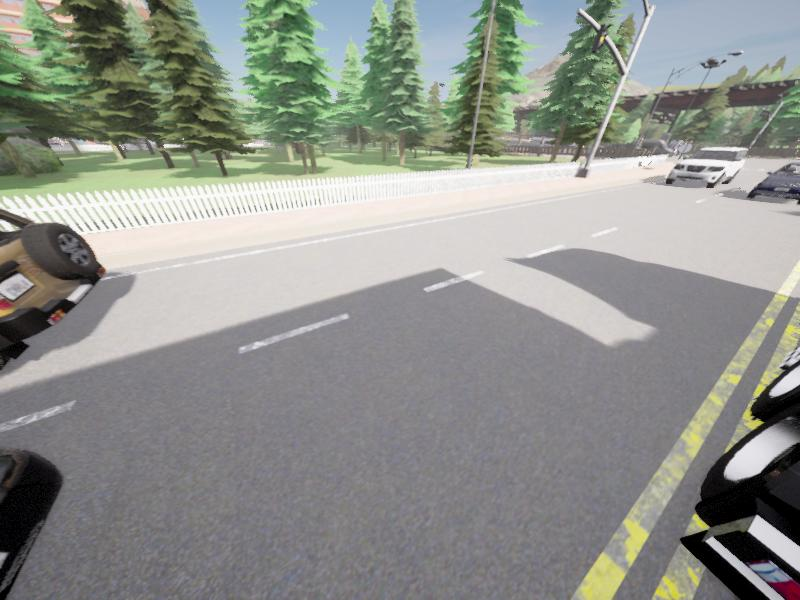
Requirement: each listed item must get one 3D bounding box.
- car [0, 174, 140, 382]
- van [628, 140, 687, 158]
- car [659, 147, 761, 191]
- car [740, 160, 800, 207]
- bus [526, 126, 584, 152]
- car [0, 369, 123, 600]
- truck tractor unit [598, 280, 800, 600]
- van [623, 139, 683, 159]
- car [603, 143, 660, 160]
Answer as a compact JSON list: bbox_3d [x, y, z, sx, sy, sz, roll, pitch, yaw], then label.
[{"bbox_3d":[-6.337,0.128,2.121,4.605,1.855,1.932,-18,39,-25],"label":"car"},{"bbox_3d":[47.074,-27.850,42.499,2.351,2.431,6.366,-19,39,-26],"label":"van"},{"bbox_3d":[19.460,-8.392,14.530,5.566,2.045,2.150,-18,39,-25],"label":"car"},{"bbox_3d":[18.582,-5.590,10.916,3.705,1.549,1.789,-18,39,-25],"label":"car"},{"bbox_3d":[36.604,-38.598,55.265,3.944,4.253,10.273,-19,44,-26],"label":"bus"},{"bbox_3d":[-3.820,1.782,0.123,4.193,1.474,1.816,-18,39,-25],"label":"car"},{"bbox_3d":[5.148,-0.261,0.738,6.516,4.208,3.053,-17,39,-23],"label":"truck tractor unit"},{"bbox_3d":[41.845,-25.175,38.493,1.988,2.561,5.915,-19,40,-26],"label":"van"},{"bbox_3d":[35.693,-23.084,35.850,2.150,2.045,5.566,-20,40,-26],"label":"car"}]
